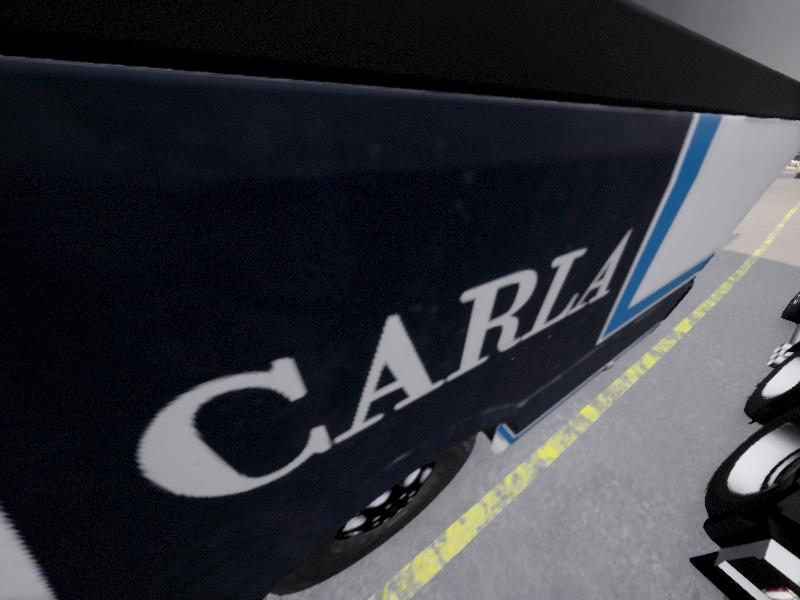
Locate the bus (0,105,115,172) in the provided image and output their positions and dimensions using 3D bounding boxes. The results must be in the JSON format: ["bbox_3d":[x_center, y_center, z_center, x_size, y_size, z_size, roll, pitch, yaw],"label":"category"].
[{"bbox_3d":[-32.899,-15.190,21.892,3.944,4.253,10.273,-20,39,-26],"label":"bus"}]

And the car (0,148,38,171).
[{"bbox_3d":[-34.709,-12.103,19.846,2.128,1.511,4.902,-20,40,-26],"label":"car"}]

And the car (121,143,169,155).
[{"bbox_3d":[-41.841,-24.983,38.166,4.856,1.649,2.033,-21,40,-27],"label":"car"}]

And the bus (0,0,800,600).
[{"bbox_3d":[-2.599,-0.158,0.471,10.273,4.253,3.944,-19,39,-23],"label":"bus"}]

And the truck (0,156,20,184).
[{"bbox_3d":[-24.557,-6.984,12.055,2.390,2.098,6.274,-20,39,-26],"label":"truck"}]

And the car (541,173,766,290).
[{"bbox_3d":[5.959,-1.953,5.520,4.514,1.525,2.007,-18,39,-25],"label":"car"}]

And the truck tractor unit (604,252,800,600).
[{"bbox_3d":[5.087,-0.326,0.807,6.516,4.208,3.053,-19,39,-25],"label":"truck tractor unit"}]
